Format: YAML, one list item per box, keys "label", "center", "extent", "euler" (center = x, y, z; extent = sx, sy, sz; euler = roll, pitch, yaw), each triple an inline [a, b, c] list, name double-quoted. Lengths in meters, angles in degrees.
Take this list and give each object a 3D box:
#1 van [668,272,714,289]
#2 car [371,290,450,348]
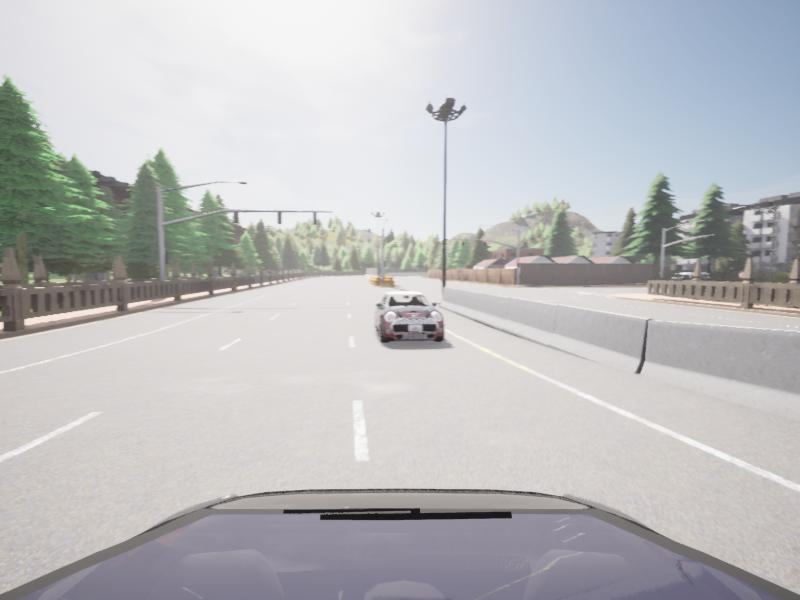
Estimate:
- label: "van"
  center: [37.266, -2.518, 51.325]
  extent: [4.480, 2.038, 2.069]
  euler: [-1, 4, -6]
- label: "car"
  center: [0.174, 0.481, 13.030]
  extent: [1.970, 1.475, 3.806]
  euler: [0, 3, -8]
